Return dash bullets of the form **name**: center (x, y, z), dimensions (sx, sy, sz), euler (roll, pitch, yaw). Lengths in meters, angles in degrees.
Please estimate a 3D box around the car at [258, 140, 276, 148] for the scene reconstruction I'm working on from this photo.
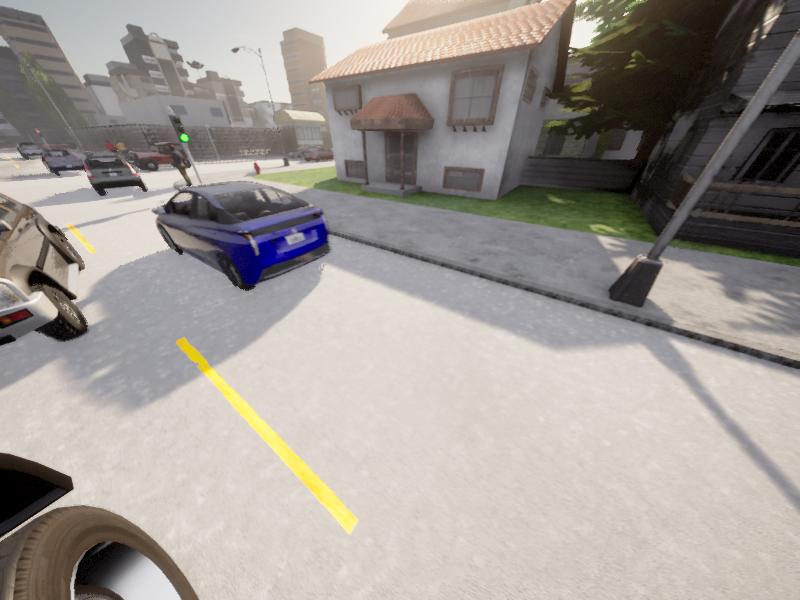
- **car**: center (-31.868, -37.318, 55.316), dimensions (3.705, 1.547, 1.789), euler (22, 40, 28)

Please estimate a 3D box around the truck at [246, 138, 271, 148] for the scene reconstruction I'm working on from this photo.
- **truck**: center (-35.131, -39.045, 57.333), dimensions (2.069, 2.038, 4.478), euler (22, 40, 28)

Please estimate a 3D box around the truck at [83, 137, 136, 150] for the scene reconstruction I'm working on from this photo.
- **truck**: center (-59.961, -32.442, 47.857), dimensions (2.390, 2.098, 6.274), euler (22, 40, 28)

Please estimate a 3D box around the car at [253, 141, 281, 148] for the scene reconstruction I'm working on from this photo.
- **car**: center (-31.964, -37.409, 55.570), dimensions (2.033, 1.415, 5.357), euler (22, 40, 28)

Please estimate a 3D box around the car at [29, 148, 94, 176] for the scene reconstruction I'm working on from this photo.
- **car**: center (-24.448, -10.030, 16.706), dimensions (3.633, 1.501, 1.845), euler (22, 40, 28)

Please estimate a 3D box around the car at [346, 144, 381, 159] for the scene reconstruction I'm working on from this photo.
- **car**: center (-4.766, -19.771, 30.680), dimensions (2.007, 1.525, 4.514), euler (22, 40, 27)

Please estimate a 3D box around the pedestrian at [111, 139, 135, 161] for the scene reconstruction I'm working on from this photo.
- **pedestrian**: center (-29.074, -15.738, 24.268), dimensions (0.751, 1.860, 0.751), euler (21, 40, 27)

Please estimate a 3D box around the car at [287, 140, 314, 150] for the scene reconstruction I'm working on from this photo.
- **car**: center (-20.801, -32.517, 48.463), dimensions (2.242, 1.667, 4.611), euler (22, 40, 28)

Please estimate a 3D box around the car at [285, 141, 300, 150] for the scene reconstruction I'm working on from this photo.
- **car**: center (-22.901, -32.844, 49.096), dimensions (1.481, 1.379, 2.207), euler (22, 40, 28)

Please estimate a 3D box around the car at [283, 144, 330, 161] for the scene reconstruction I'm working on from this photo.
- **car**: center (-11.385, -18.330, 28.604), dimensions (2.128, 1.511, 4.902), euler (22, 40, 28)

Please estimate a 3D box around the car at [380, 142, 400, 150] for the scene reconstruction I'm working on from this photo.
- **car**: center (-2.340, -35.558, 53.185), dimensions (4.193, 1.474, 1.816), euler (23, 41, 29)

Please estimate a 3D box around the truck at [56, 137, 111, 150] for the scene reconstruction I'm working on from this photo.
- **truck**: center (-65.002, -32.305, 47.630), dimensions (2.390, 2.098, 6.274), euler (22, 40, 27)

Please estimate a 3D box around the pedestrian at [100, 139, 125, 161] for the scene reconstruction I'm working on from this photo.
- **pedestrian**: center (-30.624, -15.998, 24.628), dimensions (0.751, 1.860, 0.751), euler (16, 38, 21)

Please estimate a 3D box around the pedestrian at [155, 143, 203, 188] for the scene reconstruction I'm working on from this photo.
- **pedestrian**: center (-11.025, -6.741, 11.606), dimensions (0.751, 1.860, 0.751), euler (3, 35, 4)

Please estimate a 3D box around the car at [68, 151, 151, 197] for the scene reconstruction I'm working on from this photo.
- **car**: center (-14.459, -6.511, 11.698), dimensions (1.851, 1.617, 3.988), euler (-29, 45, -35)

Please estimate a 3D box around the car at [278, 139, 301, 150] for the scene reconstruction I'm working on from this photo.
- **car**: center (-24.190, -34.134, 50.558), dimensions (1.905, 1.878, 3.866), euler (22, 40, 28)

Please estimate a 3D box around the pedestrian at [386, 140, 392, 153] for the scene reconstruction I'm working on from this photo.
- **pedestrian**: center (-1.930, -26.121, 39.389), dimensions (0.751, 1.860, 0.751), euler (9, 36, 12)

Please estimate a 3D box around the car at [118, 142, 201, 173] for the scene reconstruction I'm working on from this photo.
- **car**: center (-19.293, -11.679, 18.769), dimensions (1.905, 1.878, 3.866), euler (18, 39, 24)

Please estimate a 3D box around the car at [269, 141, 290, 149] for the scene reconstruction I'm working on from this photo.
- **car**: center (-27.877, -36.116, 53.649), dimensions (1.845, 1.501, 3.633), euler (22, 40, 28)

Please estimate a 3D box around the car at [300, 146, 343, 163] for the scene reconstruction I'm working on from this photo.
- **car**: center (-8.720, -16.401, 26.002), dimensions (1.994, 1.385, 4.181), euler (21, 40, 27)

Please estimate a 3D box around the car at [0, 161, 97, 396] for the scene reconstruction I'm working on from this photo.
- **car**: center (-6.145, -0.510, 2.980), dimensions (4.605, 1.855, 1.932), euler (27, 43, 32)

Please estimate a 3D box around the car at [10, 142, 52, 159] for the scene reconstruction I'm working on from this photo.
- **car**: center (-45.533, -18.487, 28.514), dimensions (4.856, 1.649, 2.033), euler (22, 40, 28)

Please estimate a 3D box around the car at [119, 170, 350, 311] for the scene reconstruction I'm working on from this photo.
- **car**: center (-3.513, -1.664, 4.945), dimensions (4.514, 1.525, 2.007), euler (22, 40, 28)

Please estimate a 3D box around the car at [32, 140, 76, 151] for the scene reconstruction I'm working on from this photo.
- **car**: center (-63.625, -28.462, 42.602), dimensions (1.851, 1.617, 3.988), euler (2, 35, 3)
